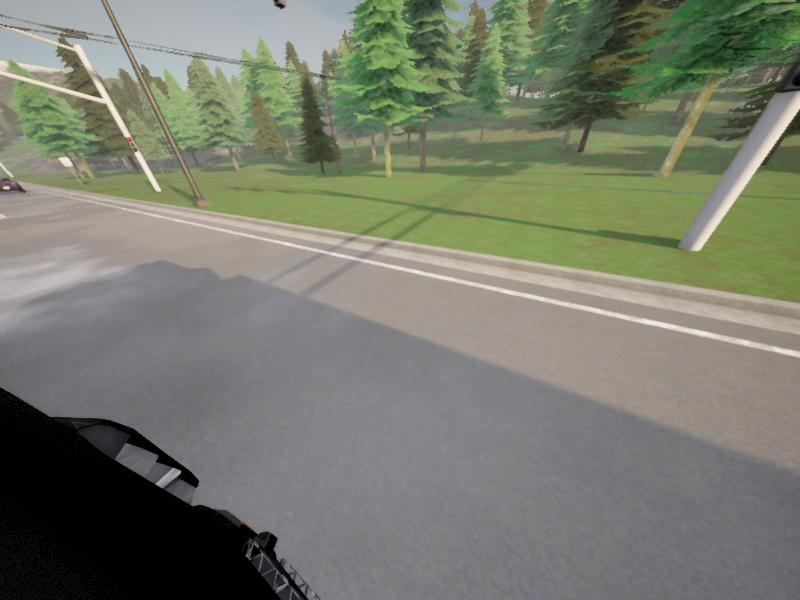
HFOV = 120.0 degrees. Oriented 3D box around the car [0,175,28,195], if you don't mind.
[{"bbox_3d":[-38.399,-11.119,22.289,4.193,1.474,1.816,16,38,26],"label":"car"}]
